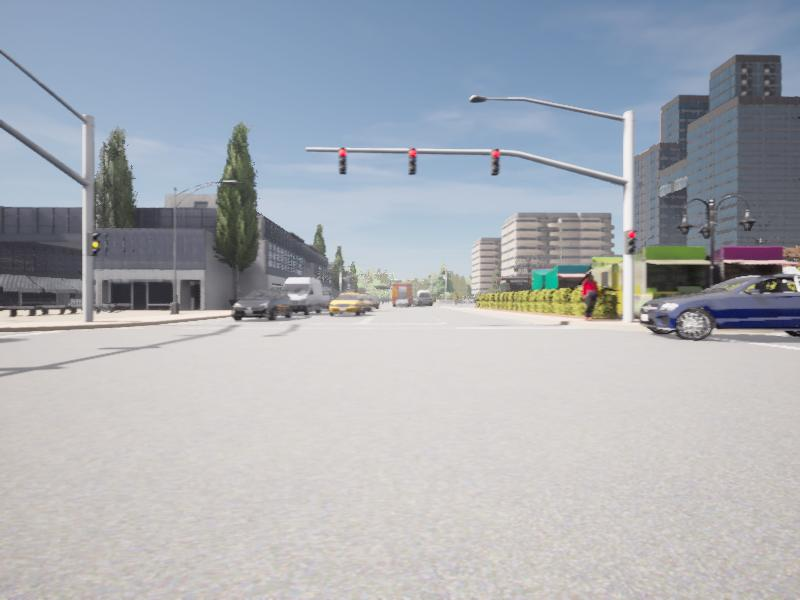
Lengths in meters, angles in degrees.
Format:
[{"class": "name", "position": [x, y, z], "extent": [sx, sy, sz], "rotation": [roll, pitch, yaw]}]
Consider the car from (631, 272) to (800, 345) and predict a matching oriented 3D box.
[{"class": "car", "position": [9.024, 0.179, 10.166], "extent": [5.027, 1.651, 2.152], "rotation": [0, 0, 13]}]

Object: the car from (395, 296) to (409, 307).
[{"class": "car", "position": [0.311, 0.225, 53.895], "extent": [1.845, 1.501, 3.633], "rotation": [0, 0, 0]}]

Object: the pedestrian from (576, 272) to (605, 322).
[{"class": "pedestrian", "position": [7.309, -0.116, 15.393], "extent": [0.751, 1.860, 0.751], "rotation": [0, 0, -4]}]

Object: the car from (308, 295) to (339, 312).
[{"class": "car", "position": [-6.766, 0.271, 35.740], "extent": [1.812, 1.442, 4.674], "rotation": [0, 0, 0]}]

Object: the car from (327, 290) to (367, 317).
[{"class": "car", "position": [-3.257, 0.202, 25.678], "extent": [1.801, 1.575, 5.366], "rotation": [0, 0, 1]}]

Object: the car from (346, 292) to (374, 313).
[{"class": "car", "position": [-3.265, 0.202, 33.341], "extent": [1.801, 1.575, 5.366], "rotation": [0, 0, 0]}]

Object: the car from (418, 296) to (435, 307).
[{"class": "car", "position": [3.826, 0.236, 58.537], "extent": [2.128, 1.511, 4.902], "rotation": [0, 0, 0]}]

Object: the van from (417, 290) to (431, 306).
[{"class": "van", "position": [3.865, -0.278, 65.566], "extent": [1.988, 2.561, 5.915], "rotation": [0, 0, 0]}]

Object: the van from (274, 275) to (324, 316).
[{"class": "van", "position": [-6.788, -0.276, 27.650], "extent": [1.988, 2.561, 5.915], "rotation": [0, 0, 0]}]

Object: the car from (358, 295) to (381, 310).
[{"class": "car", "position": [-3.228, 0.252, 43.419], "extent": [2.163, 1.488, 4.792], "rotation": [0, 0, 0]}]

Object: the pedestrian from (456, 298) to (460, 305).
[{"class": "pedestrian", "position": [9.285, 0.268, 64.001], "extent": [0.500, 1.100, 0.500], "rotation": [0, 0, 13]}]

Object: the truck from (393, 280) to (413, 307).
[{"class": "truck", "position": [0.367, -0.921, 61.482], "extent": [2.891, 3.827, 8.468], "rotation": [0, 0, 0]}]

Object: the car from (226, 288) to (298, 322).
[{"class": "car", "position": [-6.783, 0.230, 20.243], "extent": [2.007, 1.525, 4.514], "rotation": [0, 0, 1]}]
